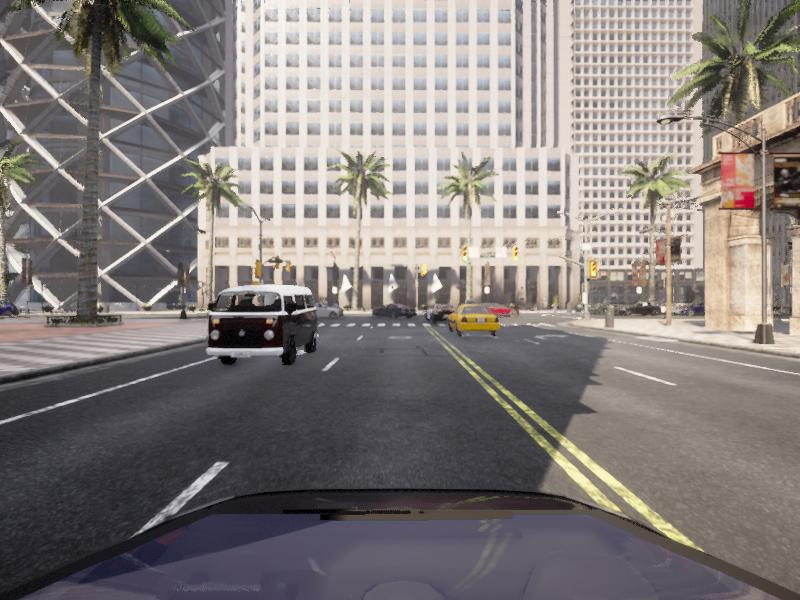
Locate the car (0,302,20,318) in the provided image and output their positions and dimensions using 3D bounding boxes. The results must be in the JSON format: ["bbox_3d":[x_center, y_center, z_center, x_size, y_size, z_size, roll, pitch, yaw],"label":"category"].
[{"bbox_3d":[-39.950,0.994,39.188,3.633,1.501,1.845,0,0,-28],"label":"car"}]

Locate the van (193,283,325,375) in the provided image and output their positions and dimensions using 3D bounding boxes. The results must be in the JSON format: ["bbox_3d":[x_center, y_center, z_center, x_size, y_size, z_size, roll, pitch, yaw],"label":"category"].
[{"bbox_3d":[-3.523,0.616,11.058,2.069,2.038,4.480,0,1,0],"label":"van"}]

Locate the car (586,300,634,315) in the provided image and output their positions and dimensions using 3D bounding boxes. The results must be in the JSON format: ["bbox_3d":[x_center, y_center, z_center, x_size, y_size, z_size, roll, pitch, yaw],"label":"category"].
[{"bbox_3d":[24.974,0.898,47.638,4.553,1.767,2.097,0,0,0],"label":"car"}]

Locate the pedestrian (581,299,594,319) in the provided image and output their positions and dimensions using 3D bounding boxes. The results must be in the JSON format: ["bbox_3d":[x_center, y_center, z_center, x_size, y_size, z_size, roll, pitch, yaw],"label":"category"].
[{"bbox_3d":[17.379,0.797,37.111,0.751,1.860,0.751,0,0,-14],"label":"pedestrian"}]

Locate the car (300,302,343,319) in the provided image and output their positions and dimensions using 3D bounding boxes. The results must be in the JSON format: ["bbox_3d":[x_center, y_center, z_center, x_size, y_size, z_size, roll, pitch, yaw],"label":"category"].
[{"bbox_3d":[-7.239,0.986,37.191,3.633,1.501,1.845,0,0,0],"label":"car"}]

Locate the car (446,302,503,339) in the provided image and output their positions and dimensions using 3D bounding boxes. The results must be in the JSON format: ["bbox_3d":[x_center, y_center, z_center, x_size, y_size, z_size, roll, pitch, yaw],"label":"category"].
[{"bbox_3d":[3.492,0.888,19.775,1.801,1.575,5.366,0,0,0],"label":"car"}]

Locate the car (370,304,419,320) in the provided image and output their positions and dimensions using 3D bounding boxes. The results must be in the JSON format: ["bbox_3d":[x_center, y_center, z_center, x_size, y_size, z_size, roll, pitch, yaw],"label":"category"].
[{"bbox_3d":[-0.618,1.059,38.123,2.033,1.411,5.357,0,0,-36],"label":"car"}]

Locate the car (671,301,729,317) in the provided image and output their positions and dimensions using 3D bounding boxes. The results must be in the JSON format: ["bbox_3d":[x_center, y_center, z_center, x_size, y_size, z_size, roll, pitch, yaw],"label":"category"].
[{"bbox_3d":[32.981,0.967,44.116,4.856,1.649,2.033,0,0,0],"label":"car"}]

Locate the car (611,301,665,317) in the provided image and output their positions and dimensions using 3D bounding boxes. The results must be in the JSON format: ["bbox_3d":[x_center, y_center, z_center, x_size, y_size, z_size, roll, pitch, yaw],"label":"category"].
[{"bbox_3d":[26.146,0.945,44.136,4.611,1.667,2.242,0,0,0],"label":"car"}]

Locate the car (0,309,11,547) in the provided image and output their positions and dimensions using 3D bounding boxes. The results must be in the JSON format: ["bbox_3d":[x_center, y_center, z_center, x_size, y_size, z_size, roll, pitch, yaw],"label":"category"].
[{"bbox_3d":[-3.501,0.822,0.819,1.789,1.549,3.705,0,0,0],"label":"car"}]

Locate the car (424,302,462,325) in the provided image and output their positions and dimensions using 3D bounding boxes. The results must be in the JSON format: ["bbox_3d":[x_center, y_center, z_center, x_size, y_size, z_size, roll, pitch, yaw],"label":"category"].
[{"bbox_3d":[3.155,0.960,30.595,2.038,1.542,4.974,0,0,-4],"label":"car"}]

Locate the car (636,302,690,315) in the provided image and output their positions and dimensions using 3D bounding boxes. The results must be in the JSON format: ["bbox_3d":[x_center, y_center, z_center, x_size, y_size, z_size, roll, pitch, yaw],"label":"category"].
[{"bbox_3d":[31.245,1.030,47.621,4.974,1.542,2.038,0,0,0],"label":"car"}]

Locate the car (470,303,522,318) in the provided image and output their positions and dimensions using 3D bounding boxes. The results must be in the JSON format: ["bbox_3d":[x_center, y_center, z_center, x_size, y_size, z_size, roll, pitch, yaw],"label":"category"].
[{"bbox_3d":[9.677,1.025,40.678,4.792,1.488,2.163,0,0,0],"label":"car"}]
